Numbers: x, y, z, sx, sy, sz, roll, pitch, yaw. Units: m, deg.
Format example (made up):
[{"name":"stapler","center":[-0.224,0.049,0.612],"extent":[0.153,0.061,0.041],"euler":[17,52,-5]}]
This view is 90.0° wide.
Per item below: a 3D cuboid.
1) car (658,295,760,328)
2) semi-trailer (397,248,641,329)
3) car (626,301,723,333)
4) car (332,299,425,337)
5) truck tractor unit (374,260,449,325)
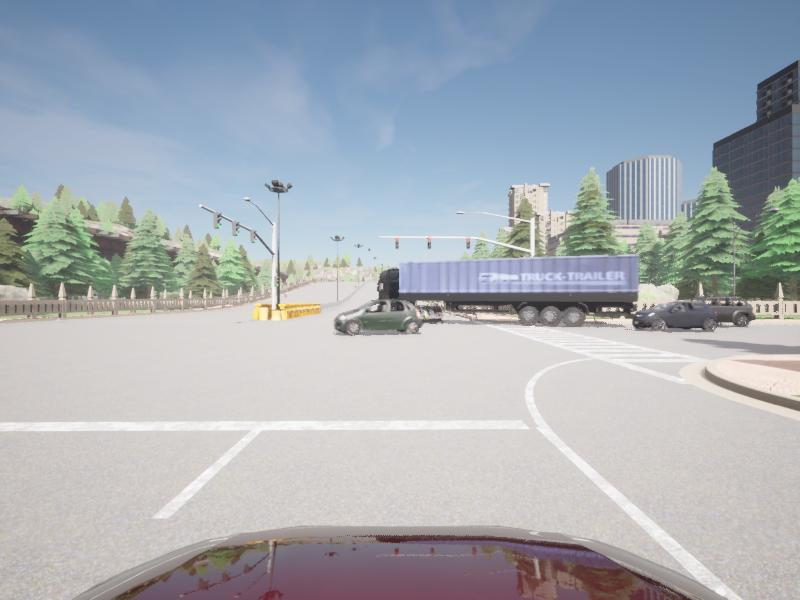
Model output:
[{"name":"car","center":[18.283,0.654,23.817],"extent":[4.605,1.855,1.932],"euler":[0,0,0]},{"name":"semi-trailer","center":[6.922,-0.633,25.566],"extent":[14.254,4.402,2.717],"euler":[0,1,23]},{"name":"car","center":[13.803,0.827,20.287],"extent":[3.633,1.501,1.845],"euler":[0,0,-1]},{"name":"car","center":[-1.046,0.788,18.548],"extent":[3.988,1.617,1.851],"euler":[0,0,-16]},{"name":"truck tractor unit","center":[0.627,-0.529,29.668],"extent":[3.053,4.208,6.516],"euler":[-2,1,-23]}]
